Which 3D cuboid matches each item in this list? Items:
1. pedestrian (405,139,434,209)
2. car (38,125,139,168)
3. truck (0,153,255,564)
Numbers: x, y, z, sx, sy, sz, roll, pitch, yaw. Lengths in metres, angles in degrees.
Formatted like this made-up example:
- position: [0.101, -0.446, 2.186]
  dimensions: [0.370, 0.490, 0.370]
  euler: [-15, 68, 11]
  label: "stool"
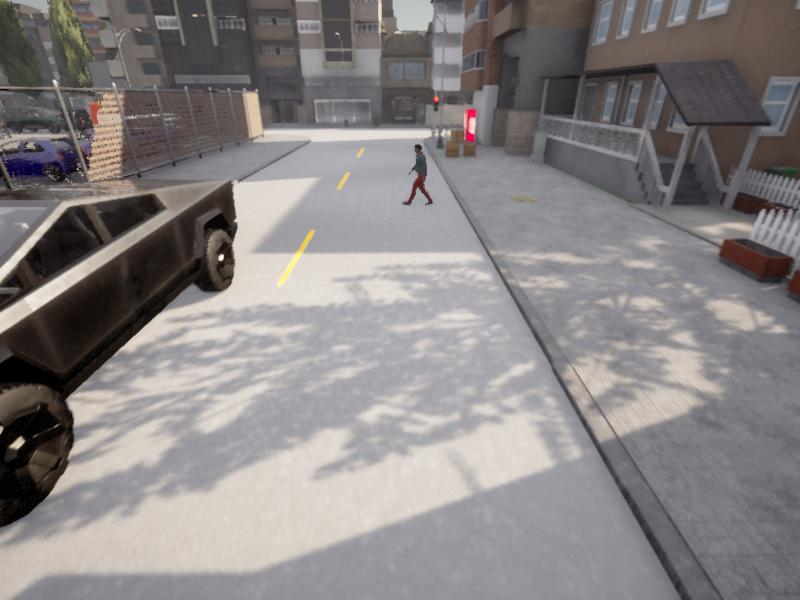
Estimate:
- position: [0.540, -3.681, 11.716]
  dimensions: [0.751, 1.860, 0.751]
  euler: [-2, 27, -3]
  label: "pedestrian"
- position: [-14.849, -7.487, 19.378]
  dimensions: [1.789, 1.547, 3.705]
  euler: [0, 27, 0]
  label: "car"
- position: [-4.112, -0.252, 4.829]
  dimensions: [2.390, 2.098, 6.274]
  euler: [0, 27, 0]
  label: "truck"
